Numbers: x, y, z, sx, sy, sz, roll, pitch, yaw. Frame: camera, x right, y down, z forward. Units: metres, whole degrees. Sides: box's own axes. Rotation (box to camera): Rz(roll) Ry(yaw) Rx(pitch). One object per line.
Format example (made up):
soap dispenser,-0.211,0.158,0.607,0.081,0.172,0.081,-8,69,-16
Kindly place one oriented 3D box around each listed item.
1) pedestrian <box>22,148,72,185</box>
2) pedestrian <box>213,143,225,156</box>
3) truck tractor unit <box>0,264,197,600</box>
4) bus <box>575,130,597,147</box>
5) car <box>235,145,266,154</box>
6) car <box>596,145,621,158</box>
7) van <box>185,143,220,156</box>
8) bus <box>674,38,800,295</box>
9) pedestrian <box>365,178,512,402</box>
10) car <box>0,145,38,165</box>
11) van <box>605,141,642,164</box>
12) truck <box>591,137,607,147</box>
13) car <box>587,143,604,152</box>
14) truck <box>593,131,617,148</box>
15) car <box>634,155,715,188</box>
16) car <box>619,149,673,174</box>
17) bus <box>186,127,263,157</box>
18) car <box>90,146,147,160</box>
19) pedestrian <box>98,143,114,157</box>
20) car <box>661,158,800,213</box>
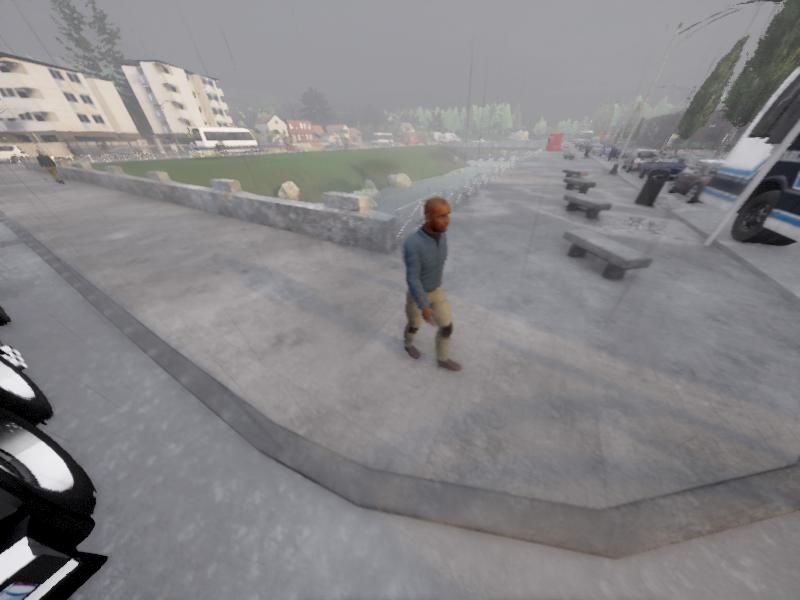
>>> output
pedestrian,-21.164,-8.017,13.908,0.751,1.860,0.751,18,39,24
pedestrian,-30.878,-25.718,39.464,0.751,1.860,0.751,18,39,24
truck tractor unit,-5.115,-0.295,0.783,6.516,4.208,3.053,18,39,24
bus,60.751,-53.002,75.875,3.944,4.253,10.273,18,39,24
car,-33.238,-33.626,51.494,2.033,1.411,5.357,18,39,24
car,30.366,-21.819,33.786,1.816,1.474,4.193,18,39,24
van,-38.011,-29.132,44.564,1.775,1.987,4.442,18,39,24
bus,9.274,-1.817,2.808,3.944,4.253,10.273,17,39,24
pedestrian,0.274,-0.049,2.212,0.751,1.860,0.751,-26,42,-32
car,-49.542,-17.524,27.937,2.150,2.045,5.566,15,38,22
van,24.889,-16.593,25.879,1.775,1.987,4.442,18,39,24
truck,62.973,-50.043,73.163,2.627,2.467,5.204,18,39,24
car,39.277,-30.655,46.427,1.812,1.442,4.674,18,39,24
truck,57.713,-45.376,65.315,2.891,3.827,8.468,18,39,24
car,16.620,-8.098,14.353,1.895,1.301,4.718,18,39,24
car,19.843,-11.376,18.875,1.970,1.475,3.806,18,39,24
bus,-33.116,-30.500,44.498,3.944,4.253,10.273,18,39,24
car,-43.941,-23.109,36.264,1.930,1.638,5.238,18,39,24
pedestrian,-49.027,-25.039,38.505,0.751,1.860,0.751,14,37,20
car,13.429,-5.012,9.790,1.970,1.475,3.806,18,39,24
